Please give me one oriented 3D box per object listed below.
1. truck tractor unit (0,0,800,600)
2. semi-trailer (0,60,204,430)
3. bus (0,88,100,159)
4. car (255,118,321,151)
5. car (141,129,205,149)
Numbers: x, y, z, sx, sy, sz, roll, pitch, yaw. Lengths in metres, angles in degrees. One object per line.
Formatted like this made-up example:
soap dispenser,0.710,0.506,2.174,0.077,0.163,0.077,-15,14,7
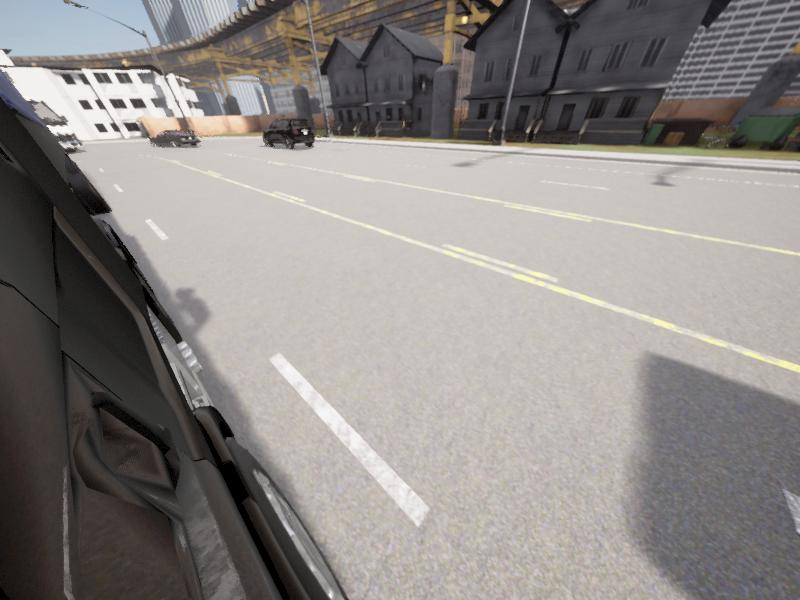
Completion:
truck tractor unit,-2.645,-0.295,0.351,6.516,4.208,3.053,28,43,30
semi-trailer,-8.797,-3.374,4.350,14.254,4.402,2.717,26,47,31
bus,-33.715,-14.331,19.107,10.273,4.253,3.944,-3,38,-1
car,-9.728,-14.425,20.028,5.566,2.045,2.150,25,46,29
car,-23.165,-16.488,23.633,5.357,1.411,2.033,12,41,16
